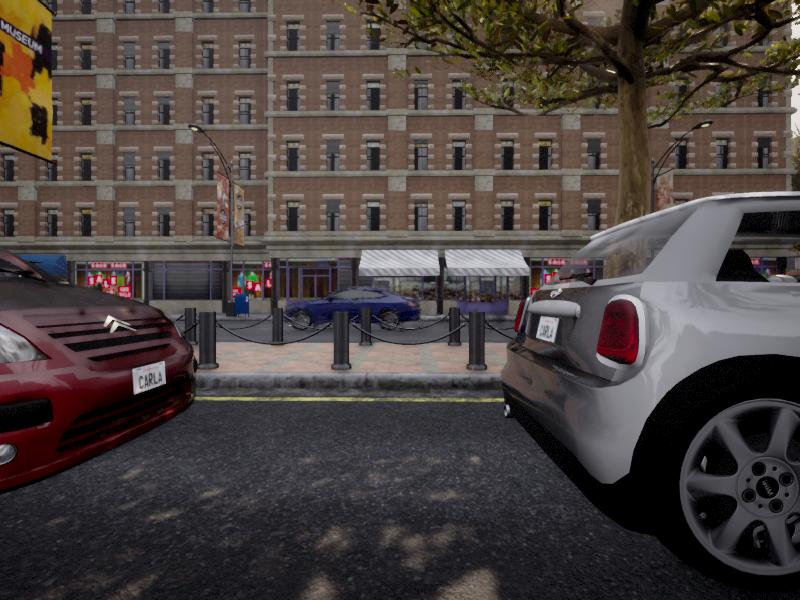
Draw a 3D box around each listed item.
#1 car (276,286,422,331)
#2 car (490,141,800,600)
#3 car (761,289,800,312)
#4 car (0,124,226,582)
[{"bbox_3d":[-1.629,0.270,13.733,4.674,1.442,1.812,0,0,1],"label":"car"},{"bbox_3d":[2.600,0.253,2.173,3.806,1.475,1.970,0,0,1],"label":"car"},{"bbox_3d":[34.511,0.046,35.267,1.905,1.878,3.866,0,0,0],"label":"car"},{"bbox_3d":[-3.390,0.188,2.287,3.988,1.617,1.851,0,0,1],"label":"car"}]
